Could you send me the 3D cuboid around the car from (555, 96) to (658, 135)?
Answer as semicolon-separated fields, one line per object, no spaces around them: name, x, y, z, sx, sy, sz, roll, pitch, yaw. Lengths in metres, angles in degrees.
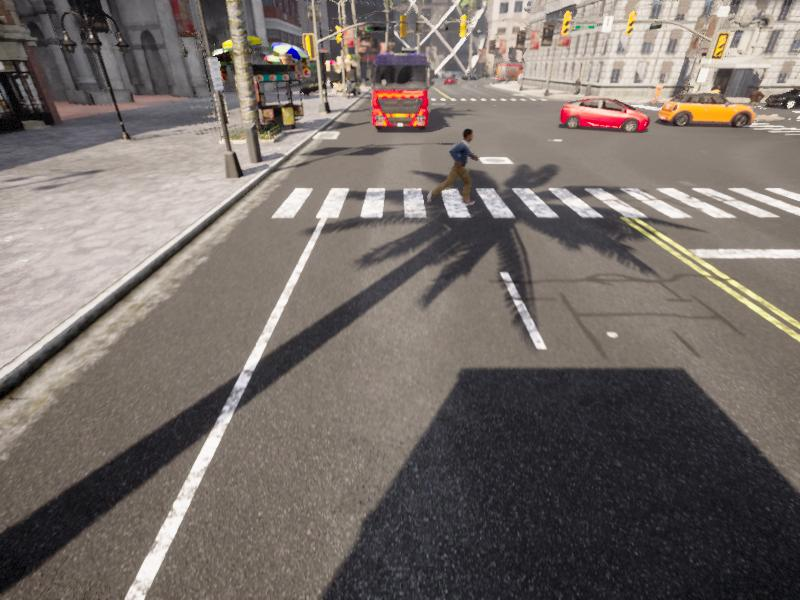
car;11.056;-10.035;21.604;4.514;1.525;2.007;17;34;26

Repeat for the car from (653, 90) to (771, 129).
car;17.679;-10.990;22.972;4.553;1.767;2.097;4;31;8

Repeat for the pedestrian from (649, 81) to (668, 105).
pedestrian;22.872;-18.365;35.447;0.751;1.860;0.751;3;30;5

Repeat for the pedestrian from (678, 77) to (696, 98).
pedestrian;29.492;-21.871;41.132;0.751;1.860;0.751;0;30;0

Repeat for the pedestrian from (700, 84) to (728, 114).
pedestrian;22.282;-14.224;28.380;0.751;1.860;0.751;1;30;1

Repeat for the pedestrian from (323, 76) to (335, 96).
pedestrian;-7.683;-23.160;43.314;0.751;1.860;0.751;23;38;34

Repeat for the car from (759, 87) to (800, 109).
car;32.799;-16.481;32.647;4.892;1.490;1.837;0;30;0

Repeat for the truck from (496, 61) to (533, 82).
truck;25.457;-50.646;88.642;8.468;3.827;2.891;-22;37;-33

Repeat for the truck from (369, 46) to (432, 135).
truck;0.010;-12.235;23.076;2.891;3.827;8.468;0;31;0

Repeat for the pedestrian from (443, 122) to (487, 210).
pedestrian;1.491;-3.168;9.503;0.751;1.860;0.751;-2;30;-3

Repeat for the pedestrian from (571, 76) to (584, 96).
pedestrian;19.387;-23.402;43.739;0.751;1.860;0.751;0;30;0

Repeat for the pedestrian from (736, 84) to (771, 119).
pedestrian;21.789;-12.245;24.716;0.751;1.860;0.751;0;30;0

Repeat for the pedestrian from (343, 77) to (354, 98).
pedestrian;-5.313;-21.986;41.312;0.751;1.860;0.751;18;35;27

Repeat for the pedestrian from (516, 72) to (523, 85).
pedestrian;20.145;-37.255;67.381;0.751;1.860;0.751;9;31;14
